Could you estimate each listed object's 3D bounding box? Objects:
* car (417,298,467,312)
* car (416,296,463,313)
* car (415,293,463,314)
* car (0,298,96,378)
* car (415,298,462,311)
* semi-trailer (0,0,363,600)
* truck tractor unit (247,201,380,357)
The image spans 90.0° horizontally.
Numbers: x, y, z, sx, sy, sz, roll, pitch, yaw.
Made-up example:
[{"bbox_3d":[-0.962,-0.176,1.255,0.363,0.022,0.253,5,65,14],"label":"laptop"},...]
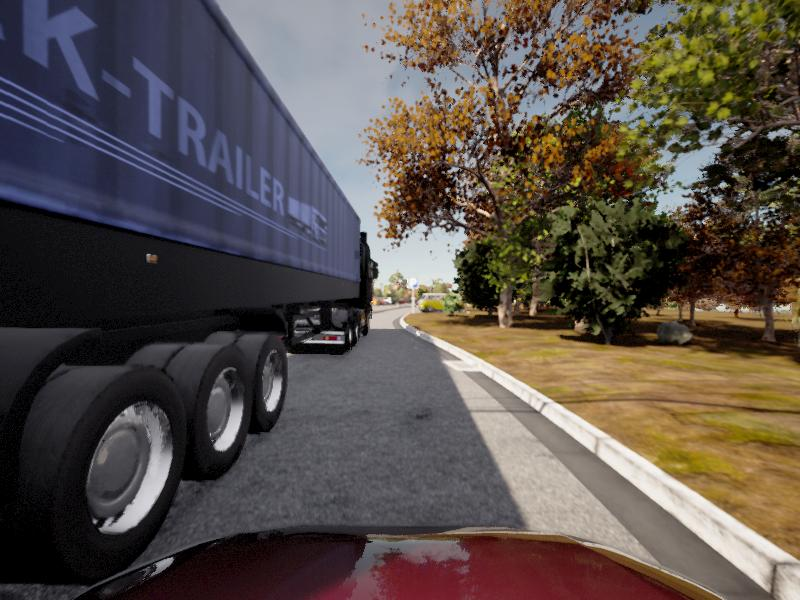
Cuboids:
[{"bbox_3d":[4.788,0.572,46.118,5.366,1.575,1.946,1,0,-14],"label":"car"},{"bbox_3d":[4.272,0.449,43.121,4.553,1.767,2.185,1,0,-14],"label":"car"},{"bbox_3d":[3.908,0.350,40.149,4.442,1.987,1.878,1,0,-14],"label":"car"},{"bbox_3d":[-8.494,0.733,7.832,1.816,1.474,4.193,1,1,2],"label":"car"},{"bbox_3d":[4.752,0.566,48.969,5.366,1.575,1.946,1,0,-13],"label":"car"},{"bbox_3d":[-2.757,-0.649,6.255,2.717,4.402,14.254,0,1,1],"label":"semi-trailer"},{"bbox_3d":[-2.541,-0.664,14.152,3.053,4.208,6.516,1,2,2],"label":"truck tractor unit"}]
